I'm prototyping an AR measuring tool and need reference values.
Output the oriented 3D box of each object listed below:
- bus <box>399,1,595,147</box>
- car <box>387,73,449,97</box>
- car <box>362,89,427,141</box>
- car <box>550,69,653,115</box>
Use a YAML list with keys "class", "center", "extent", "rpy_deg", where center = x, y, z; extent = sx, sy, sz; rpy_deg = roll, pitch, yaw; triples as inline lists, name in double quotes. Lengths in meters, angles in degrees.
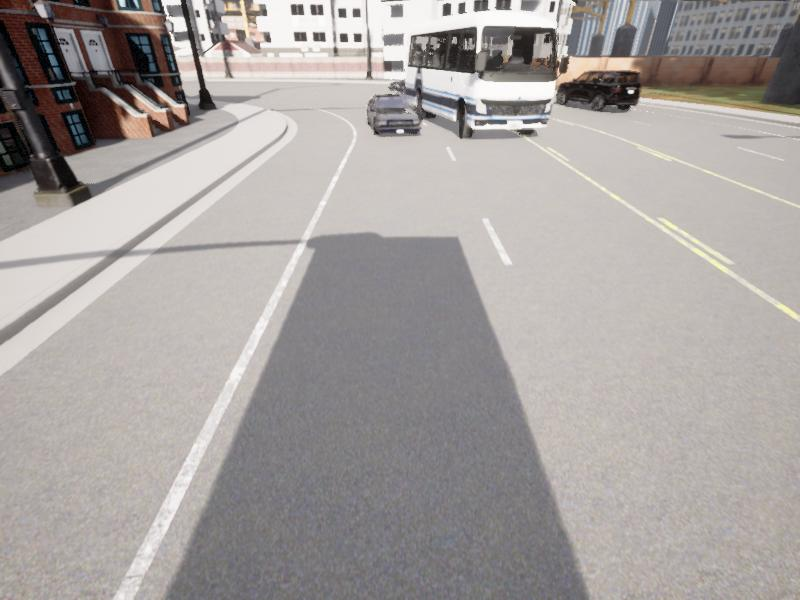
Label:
- class: "bus"
  center: [3.176, -10.190, 18.043]
  extent: [3.944, 4.253, 10.273]
  rpy_deg: [-7, 32, -13]
- class: "car"
  center: [1.416, -18.185, 33.727]
  extent: [2.033, 1.411, 5.357]
  rpy_deg: [-26, 40, -36]
- class: "car"
  center: [-0.417, -8.336, 17.757]
  extent: [2.033, 1.411, 5.357]
  rpy_deg: [-5, 32, -8]
- class: "car"
  center: [11.894, -12.744, 24.273]
  extent: [2.150, 2.045, 5.566]
  rpy_deg: [-9, 33, -15]
